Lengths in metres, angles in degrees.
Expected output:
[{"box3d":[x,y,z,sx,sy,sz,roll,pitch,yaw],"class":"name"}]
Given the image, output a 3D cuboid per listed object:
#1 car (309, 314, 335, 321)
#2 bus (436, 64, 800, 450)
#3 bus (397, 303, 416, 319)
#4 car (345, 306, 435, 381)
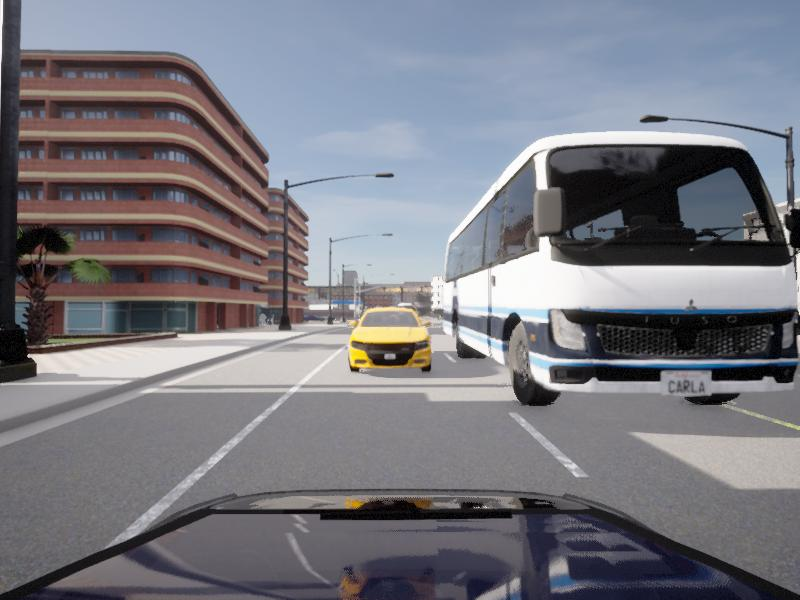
[{"box3d":[-16.290,3.660,83.435,4.974,1.542,2.038,0,-2,-2],"class":"car"},{"box3d":[3.389,-0.449,9.585,3.944,4.253,10.273,0,0,-1],"class":"bus"},{"box3d":[1.601,3.039,110.524,3.944,4.253,10.273,0,-2,-7],"class":"bus"},{"box3d":[-0.260,0.927,10.803,1.882,1.535,5.008,0,-1,-1],"class":"car"}]
